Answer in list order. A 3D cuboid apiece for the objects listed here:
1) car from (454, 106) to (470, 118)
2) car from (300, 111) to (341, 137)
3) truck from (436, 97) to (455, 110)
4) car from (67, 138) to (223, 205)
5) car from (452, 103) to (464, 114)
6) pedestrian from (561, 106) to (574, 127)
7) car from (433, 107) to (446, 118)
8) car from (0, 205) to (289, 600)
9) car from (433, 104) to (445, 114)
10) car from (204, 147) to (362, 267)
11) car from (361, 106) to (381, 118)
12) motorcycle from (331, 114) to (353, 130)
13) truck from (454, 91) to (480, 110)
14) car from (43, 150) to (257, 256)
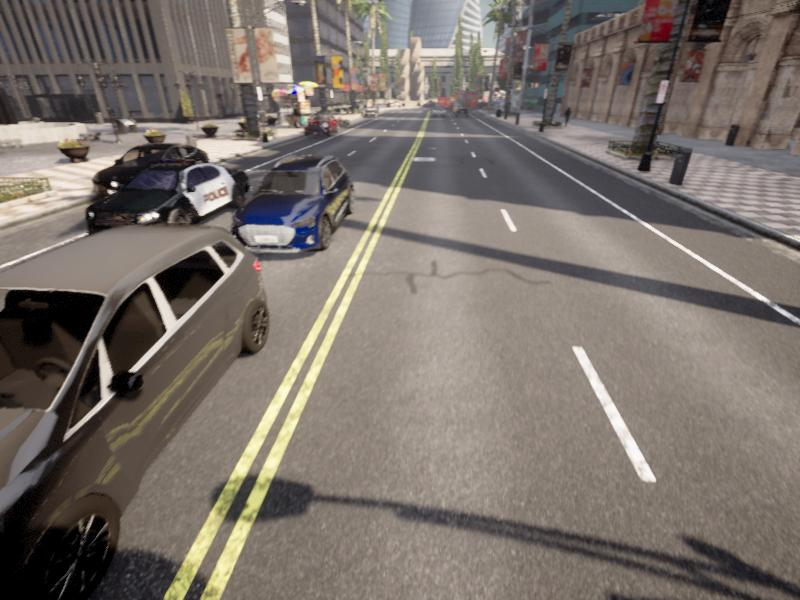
[{"bbox_3d":[9.570,-29.148,61.816,2.128,1.511,4.902,2,27,4],"label":"car"},{"bbox_3d":[-6.598,-14.888,33.710,2.185,1.767,4.553,2,27,4],"label":"car"},{"bbox_3d":[10.268,-44.447,90.497,2.627,2.467,5.204,11,29,20],"label":"truck"},{"bbox_3d":[-8.659,-4.764,14.330,2.163,1.488,4.792,2,27,4],"label":"car"},{"bbox_3d":[10.567,-34.874,72.861,1.801,1.575,5.366,2,27,4],"label":"car"},{"bbox_3d":[16.238,-17.778,38.792,0.751,1.860,0.751,2,27,5],"label":"pedestrian"},{"bbox_3d":[5.960,-28.517,60.758,1.895,1.301,4.718,2,27,4],"label":"car"},{"bbox_3d":[-3.016,0.524,3.793,2.242,1.667,4.611,2,27,5],"label":"car"},{"bbox_3d":[6.884,-33.909,70.940,2.038,1.542,4.974,2,27,4],"label":"car"},{"bbox_3d":[-2.396,-2.565,9.851,2.033,1.649,4.856,2,28,5],"label":"car"},{"bbox_3d":[-4.239,-28.148,59.817,2.231,1.521,4.892,2,27,4],"label":"car"},{"bbox_3d":[-5.859,-17.979,40.352,0.764,1.277,2.356,17,32,30],"label":"motorcycle"},{"bbox_3d":[15.584,-46.480,92.950,2.891,3.827,8.468,15,31,26],"label":"truck"},{"bbox_3d":[-5.856,-2.791,10.419,2.038,1.542,4.974,2,27,5],"label":"car"}]
